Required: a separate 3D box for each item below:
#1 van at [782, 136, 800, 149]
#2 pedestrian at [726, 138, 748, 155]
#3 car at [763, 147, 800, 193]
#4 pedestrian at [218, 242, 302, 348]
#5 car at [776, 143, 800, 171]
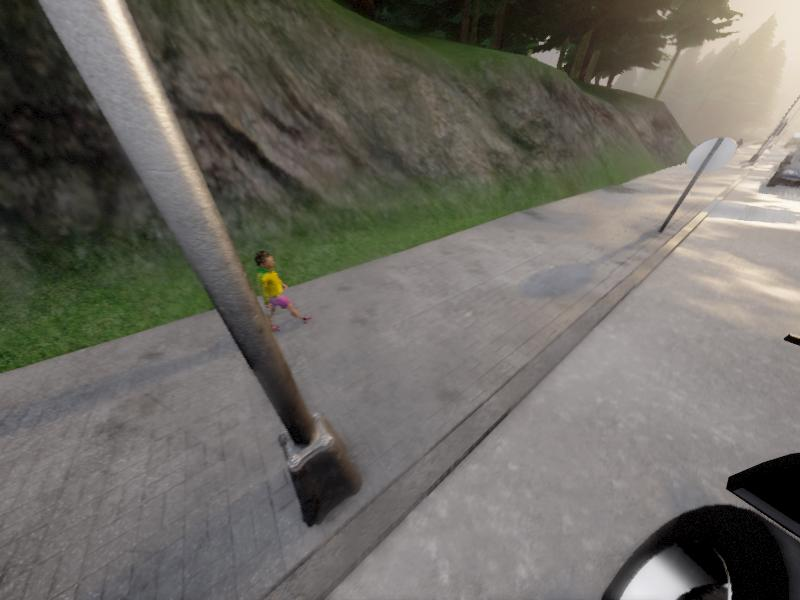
[{"bbox_3d":[80.905,-32.260,47.193,4.480,2.038,2.069,-25,42,-31],"label":"van"},{"bbox_3d":[42.789,-19.517,29.359,0.751,1.860,0.751,-28,44,-33],"label":"pedestrian"},{"bbox_3d":[20.823,-6.526,11.532,4.611,1.667,2.242,-23,41,-29],"label":"car"},{"bbox_3d":[-1.604,-0.050,2.797,0.500,1.100,0.500,-14,37,-18],"label":"pedestrian"},{"bbox_3d":[32.294,-11.358,18.323,4.856,1.649,2.033,-24,42,-29],"label":"car"}]
